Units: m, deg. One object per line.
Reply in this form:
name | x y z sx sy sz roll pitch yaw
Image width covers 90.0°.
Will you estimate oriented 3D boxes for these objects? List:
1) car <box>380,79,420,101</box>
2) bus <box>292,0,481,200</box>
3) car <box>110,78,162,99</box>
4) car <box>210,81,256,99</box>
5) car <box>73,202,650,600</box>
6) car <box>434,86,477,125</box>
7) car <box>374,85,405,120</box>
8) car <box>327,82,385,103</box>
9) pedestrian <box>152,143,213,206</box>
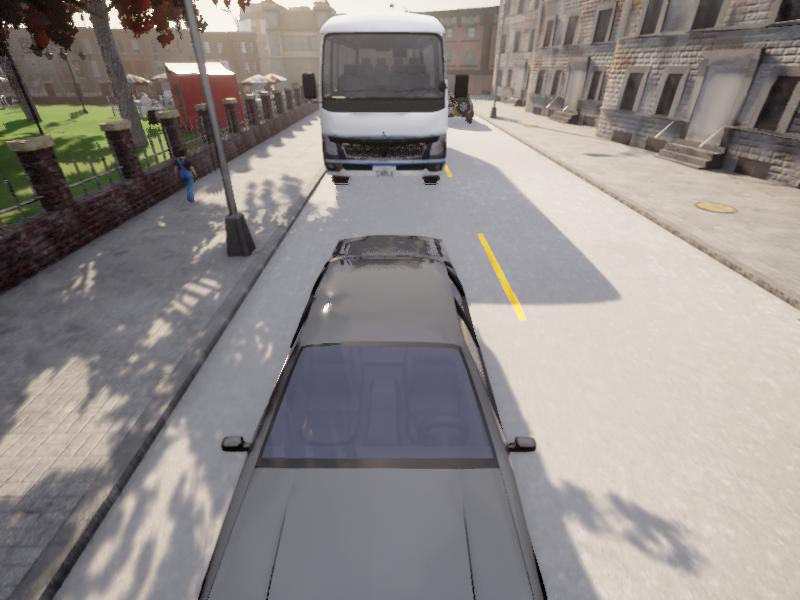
car | -0.043 -21.355 40.614 1.905 1.878 3.866 -24 38 -36
bus | -0.313 -7.042 13.819 3.944 4.253 10.273 0 30 0
car | -28.421 -22.840 43.142 3.866 1.878 1.905 0 30 0
car | -18.017 -22.795 43.347 3.988 1.617 1.851 0 30 -1
car | -0.133 0.613 3.566 2.033 1.411 5.357 0 30 0
car | 3.372 -12.268 25.100 1.932 1.855 4.605 0 30 -1
car | -0.692 -13.469 27.135 1.905 1.878 3.866 0 30 -1
car | -4.252 -20.196 38.881 5.238 1.638 1.930 10 32 16
pedestrian | -5.167 -3.011 9.596 0.751 1.300 0.751 -1 30 -1
